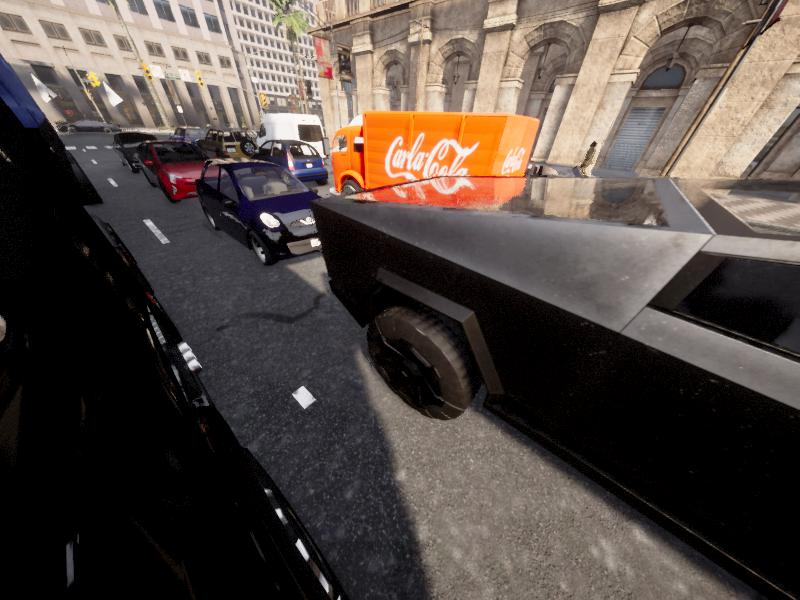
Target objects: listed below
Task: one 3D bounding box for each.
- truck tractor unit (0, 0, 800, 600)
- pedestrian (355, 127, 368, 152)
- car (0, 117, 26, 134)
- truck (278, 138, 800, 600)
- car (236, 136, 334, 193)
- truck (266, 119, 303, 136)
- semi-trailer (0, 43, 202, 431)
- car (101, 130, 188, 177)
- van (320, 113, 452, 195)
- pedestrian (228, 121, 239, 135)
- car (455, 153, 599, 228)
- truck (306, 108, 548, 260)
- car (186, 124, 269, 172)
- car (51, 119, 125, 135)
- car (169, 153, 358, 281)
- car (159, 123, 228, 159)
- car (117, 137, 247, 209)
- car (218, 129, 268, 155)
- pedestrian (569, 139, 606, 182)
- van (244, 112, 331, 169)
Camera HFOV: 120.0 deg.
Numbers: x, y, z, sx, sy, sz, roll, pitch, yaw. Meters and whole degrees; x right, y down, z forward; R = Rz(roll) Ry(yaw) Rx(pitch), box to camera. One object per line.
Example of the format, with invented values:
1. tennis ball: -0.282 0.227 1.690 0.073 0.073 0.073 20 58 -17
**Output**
1. truck tractor unit: -2.645 -0.295 0.351 6.516 4.208 3.053 28 44 30
2. pedestrian: -3.593 -15.144 21.785 0.751 1.860 0.751 27 43 29
3. car: -43.340 -18.336 24.221 1.994 1.385 4.181 28 44 30
4. truck: 2.279 0.460 1.426 6.274 2.098 2.390 28 44 30
5. car: -4.978 -5.997 9.992 3.988 1.617 1.851 28 44 30
6. truck: -22.059 -33.055 44.321 2.627 2.467 5.204 28 43 30
7. semi-trailer: -8.694 -3.612 4.226 14.254 4.402 2.717 28 44 30
8. car: -12.748 -7.413 11.483 4.892 1.490 1.837 29 44 30
9. van: -0.890 -6.927 10.717 5.915 2.561 1.988 28 44 30
10. pedestrian: -28.156 -29.097 39.102 0.751 1.860 0.751 -25 45 -32
11. car: 4.038 -3.861 7.779 3.633 1.501 1.845 28 44 30
12. truck: 0.352 -3.476 6.247 5.204 2.467 2.627 28 44 30
13. car: -9.753 -8.682 13.047 4.605 1.855 1.932 28 44 30
14. car: -38.605 -21.524 28.758 2.033 1.411 5.357 28 44 30
15. car: -2.883 -2.078 4.960 3.633 1.501 1.845 28 44 30
16. car: -14.384 -11.124 16.082 4.553 1.767 2.097 28 44 30
17. car: -7.662 -4.663 8.108 4.514 1.525 2.007 28 44 30
18. car: -12.781 -12.905 18.783 3.633 1.501 1.845 29 44 30
19. pedestrian: 10.050 -7.484 12.428 0.751 1.860 0.751 -29 47 -35
20. van: -7.283 -10.376 14.915 5.915 2.561 1.988 28 44 30
